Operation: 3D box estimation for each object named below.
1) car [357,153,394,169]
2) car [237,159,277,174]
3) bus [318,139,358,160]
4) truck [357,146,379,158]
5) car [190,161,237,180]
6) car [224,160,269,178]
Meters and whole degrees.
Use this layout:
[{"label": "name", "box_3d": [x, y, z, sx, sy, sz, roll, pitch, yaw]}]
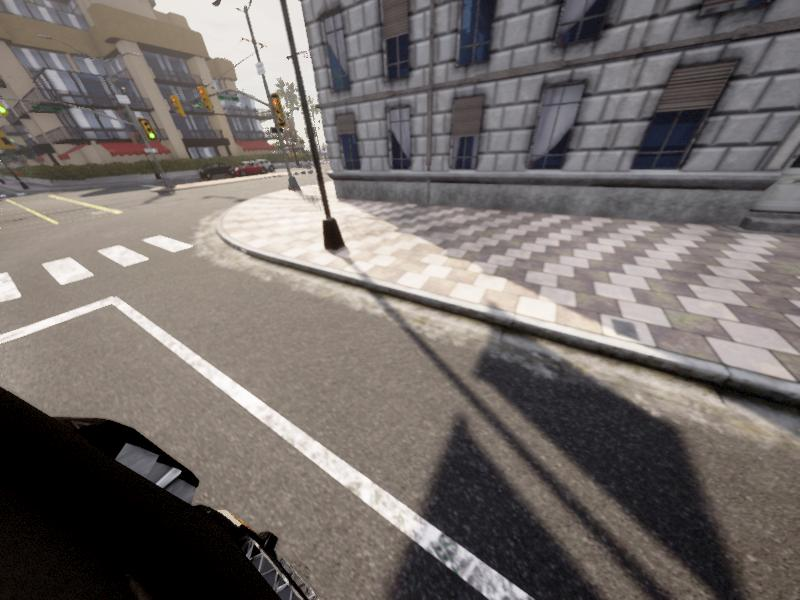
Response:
[{"label": "car", "box_3d": [-2.996, -17.822, 29.575, 2.128, 1.511, 4.902, 16, 38, 26]}, {"label": "car", "box_3d": [-19.345, -18.154, 31.421, 1.970, 1.475, 3.806, 16, 38, 26]}, {"label": "bus", "box_3d": [-17.084, -41.338, 63.523, 10.273, 4.253, 3.944, 16, 38, 27]}, {"label": "truck", "box_3d": [-8.728, -40.491, 63.193, 5.204, 2.467, 2.627, 16, 38, 27]}, {"label": "car", "box_3d": [-22.085, -15.484, 27.564, 1.789, 1.549, 3.705, 16, 38, 26]}, {"label": "car", "box_3d": [-18.090, -15.548, 27.408, 1.970, 1.475, 3.806, 16, 38, 26]}]
